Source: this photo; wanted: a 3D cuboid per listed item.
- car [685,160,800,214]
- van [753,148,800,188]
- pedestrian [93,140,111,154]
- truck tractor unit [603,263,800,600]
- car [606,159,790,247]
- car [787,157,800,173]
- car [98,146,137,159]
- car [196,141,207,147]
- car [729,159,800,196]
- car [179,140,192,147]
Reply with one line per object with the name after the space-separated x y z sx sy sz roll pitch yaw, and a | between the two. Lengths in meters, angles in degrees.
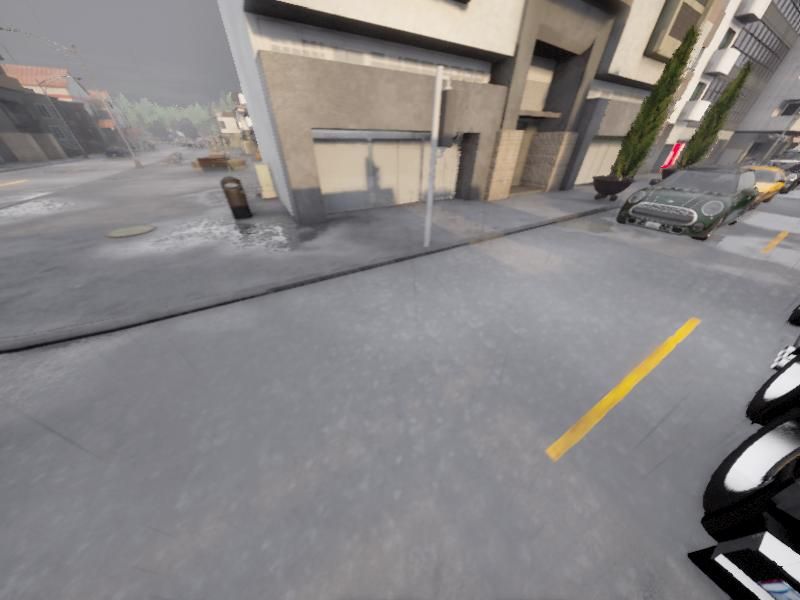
15.411 -5.190 10.276 5.366 1.575 1.801 -18 39 -24 | car
26.170 -8.849 15.303 4.442 1.987 1.775 -18 39 -24 | van
-48.055 -24.706 37.220 0.751 1.860 0.751 -6 35 -9 | pedestrian
5.110 -0.299 0.798 6.516 4.208 3.053 -18 39 -24 | truck tractor unit
9.251 -3.277 7.268 4.553 1.767 2.097 -18 39 -24 | car
38.299 -12.578 21.250 3.806 1.475 1.970 -18 39 -24 | car
-37.995 -19.985 31.251 1.895 1.301 4.718 -18 39 -24 | car
-63.884 -50.270 74.446 1.812 1.442 4.674 -18 39 -24 | car
21.393 -7.088 13.163 3.806 1.475 1.970 -18 39 -25 | car
-67.117 -49.000 72.410 1.930 1.638 5.238 -18 39 -24 | car
